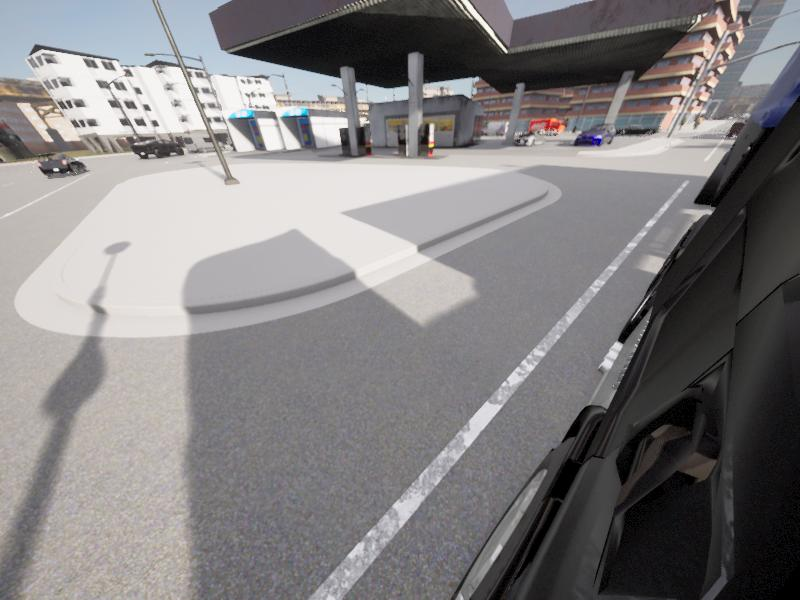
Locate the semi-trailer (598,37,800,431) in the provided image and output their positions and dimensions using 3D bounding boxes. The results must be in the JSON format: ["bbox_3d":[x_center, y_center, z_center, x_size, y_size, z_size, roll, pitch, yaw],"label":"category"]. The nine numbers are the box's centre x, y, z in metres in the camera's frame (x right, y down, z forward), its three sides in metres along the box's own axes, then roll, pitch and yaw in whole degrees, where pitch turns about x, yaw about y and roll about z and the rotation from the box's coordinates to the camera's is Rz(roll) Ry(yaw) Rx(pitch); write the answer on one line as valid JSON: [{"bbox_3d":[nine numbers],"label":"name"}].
[{"bbox_3d":[8.665,-3.620,4.269,14.254,4.402,2.717,-28,44,-30],"label":"semi-trailer"}]

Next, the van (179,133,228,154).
[{"bbox_3d":[-32.059,-25.836,38.056,1.988,2.561,5.915,5,37,9],"label":"van"}]

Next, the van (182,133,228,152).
[{"bbox_3d":[-34.642,-28.187,41.352,1.988,2.561,5.915,8,37,14],"label":"van"}]

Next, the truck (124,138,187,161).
[{"bbox_3d":[-32.887,-20.647,31.519,2.390,2.098,6.274,-5,37,-3],"label":"truck"}]

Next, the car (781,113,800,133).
[{"bbox_3d":[49.207,-21.752,28.259,3.866,1.878,1.905,-29,44,-30],"label":"car"}]

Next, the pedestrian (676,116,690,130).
[{"bbox_3d":[48.250,-30.204,39.356,0.751,1.860,0.751,27,46,34],"label":"pedestrian"}]

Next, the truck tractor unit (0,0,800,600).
[{"bbox_3d":[2.645,-0.295,0.351,6.516,4.208,3.053,-28,44,-30],"label":"truck tractor unit"}]

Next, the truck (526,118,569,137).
[{"bbox_3d":[25.304,-29.708,39.880,2.627,2.467,5.204,-29,44,-31],"label":"truck"}]

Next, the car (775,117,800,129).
[{"bbox_3d":[57.681,-26.089,34.064,4.718,1.301,1.895,-28,44,-30],"label":"car"}]

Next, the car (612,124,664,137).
[{"bbox_3d":[33.500,-23.947,32.640,1.895,1.301,4.718,-29,44,-31],"label":"car"}]

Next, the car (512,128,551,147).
[{"bbox_3d":[14.239,-17.636,25.092,3.806,1.475,1.970,-28,44,-30],"label":"car"}]

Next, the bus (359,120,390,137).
[{"bbox_3d":[-8.299,-55.230,74.551,3.944,4.253,10.273,-29,44,-31],"label":"bus"}]

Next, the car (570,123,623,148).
[{"bbox_3d":[18.545,-15.575,21.803,4.611,1.667,2.242,-28,44,-30],"label":"car"}]

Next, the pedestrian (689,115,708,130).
[{"bbox_3d":[47.682,-28.354,36.931,0.751,1.860,0.751,0,37,4],"label":"pedestrian"}]

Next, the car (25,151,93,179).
[{"bbox_3d":[-27.735,-11.164,18.977,1.845,1.501,3.633,-24,42,-26],"label":"car"}]

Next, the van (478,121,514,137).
[{"bbox_3d":[20.129,-36.212,48.933,2.351,2.431,6.366,-29,44,-31],"label":"van"}]
